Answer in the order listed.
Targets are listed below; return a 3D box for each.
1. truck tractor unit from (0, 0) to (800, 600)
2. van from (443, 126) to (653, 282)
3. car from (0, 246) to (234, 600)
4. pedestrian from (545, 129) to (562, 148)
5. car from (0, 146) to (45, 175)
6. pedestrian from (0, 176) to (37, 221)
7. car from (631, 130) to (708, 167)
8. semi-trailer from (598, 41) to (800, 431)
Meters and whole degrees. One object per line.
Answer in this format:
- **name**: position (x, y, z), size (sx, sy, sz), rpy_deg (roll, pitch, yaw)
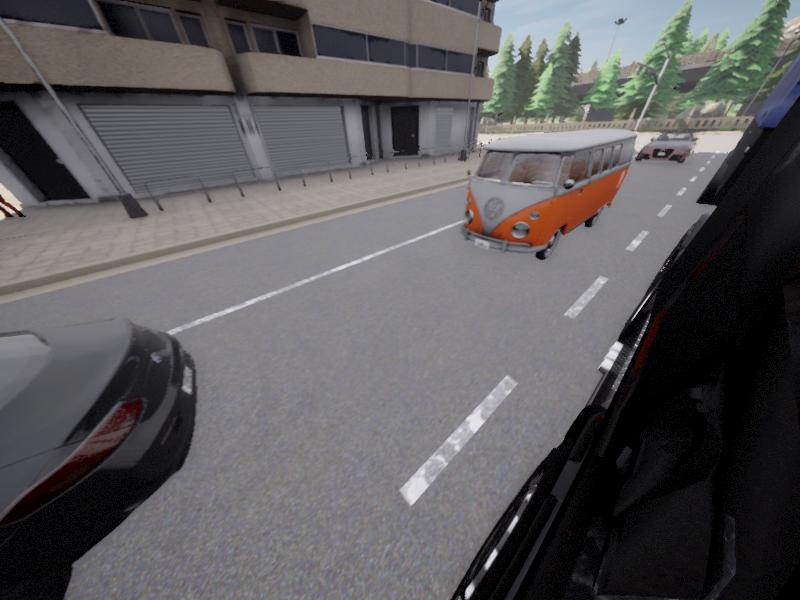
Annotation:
- **truck tractor unit**: position (2.645, -0.295, 0.351), size (6.516, 4.208, 3.053), rpy_deg (-28, 44, -30)
- **van**: position (3.177, -2.404, 4.994), size (4.442, 1.987, 1.775), rpy_deg (-28, 44, -30)
- **car**: position (-3.680, 1.402, 0.814), size (4.674, 1.442, 1.812), rpy_deg (-25, 42, -27)
- **pedestrian**: position (13.625, -14.334, 20.503), size (0.751, 1.300, 0.751), rpy_deg (-32, 45, -33)
- **car**: position (-38.067, -13.558, 22.420), size (2.150, 2.045, 5.566), rpy_deg (-28, 43, -30)
- **pedestrian**: position (-13.453, -3.621, 7.483), size (0.751, 1.860, 0.751), rpy_deg (7, 38, 13)
- **car**: position (15.305, -8.678, 13.095), size (4.181, 1.385, 1.994), rpy_deg (-29, 44, -30)
- **semi-trailer**: position (8.692, -3.613, 4.228), size (14.254, 4.402, 2.717), rpy_deg (-28, 44, -30)
